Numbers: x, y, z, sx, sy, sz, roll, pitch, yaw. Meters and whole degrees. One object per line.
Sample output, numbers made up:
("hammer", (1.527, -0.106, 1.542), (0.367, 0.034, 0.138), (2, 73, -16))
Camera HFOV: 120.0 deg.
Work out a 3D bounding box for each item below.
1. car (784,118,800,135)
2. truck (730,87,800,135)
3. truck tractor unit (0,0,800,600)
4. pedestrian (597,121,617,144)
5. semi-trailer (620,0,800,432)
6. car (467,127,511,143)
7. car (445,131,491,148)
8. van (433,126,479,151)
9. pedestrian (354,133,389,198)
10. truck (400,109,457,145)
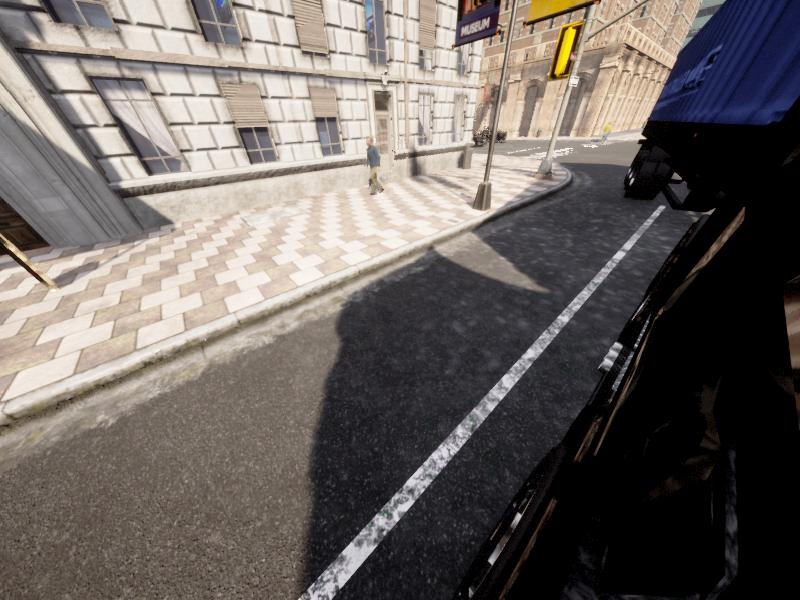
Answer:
("car", (43.619, -18.670, 24.754), (4.718, 1.301, 1.895), (-29, 44, -30))
("truck", (41.743, -21.453, 26.478), (8.468, 3.827, 2.891), (-29, 44, -30))
("truck tractor unit", (2.645, -0.295, 0.351), (6.516, 4.208, 3.053), (-28, 44, -30))
("pedestrian", (21.088, -17.118, 23.588), (0.751, 1.860, 0.751), (-32, 46, -33))
("semi-trailer", (7.689, -4.149, 5.011), (2.717, 4.402, 14.254), (23, 44, 30))
("car", (12.037, -22.630, 31.744), (1.930, 1.638, 5.238), (-29, 44, -31))
("car", (7.866, -18.936, 27.195), (1.837, 1.490, 4.892), (-29, 44, -30))
("van", (5.824, -17.274, 24.694), (1.775, 1.987, 4.442), (-29, 44, -30))
("pedestrian", (-0.962, -4.719, 8.160), (0.751, 1.860, 0.751), (-25, 42, -27))
("truck", (3.993, -25.632, 34.438), (2.891, 3.827, 8.468), (-29, 44, -30))
